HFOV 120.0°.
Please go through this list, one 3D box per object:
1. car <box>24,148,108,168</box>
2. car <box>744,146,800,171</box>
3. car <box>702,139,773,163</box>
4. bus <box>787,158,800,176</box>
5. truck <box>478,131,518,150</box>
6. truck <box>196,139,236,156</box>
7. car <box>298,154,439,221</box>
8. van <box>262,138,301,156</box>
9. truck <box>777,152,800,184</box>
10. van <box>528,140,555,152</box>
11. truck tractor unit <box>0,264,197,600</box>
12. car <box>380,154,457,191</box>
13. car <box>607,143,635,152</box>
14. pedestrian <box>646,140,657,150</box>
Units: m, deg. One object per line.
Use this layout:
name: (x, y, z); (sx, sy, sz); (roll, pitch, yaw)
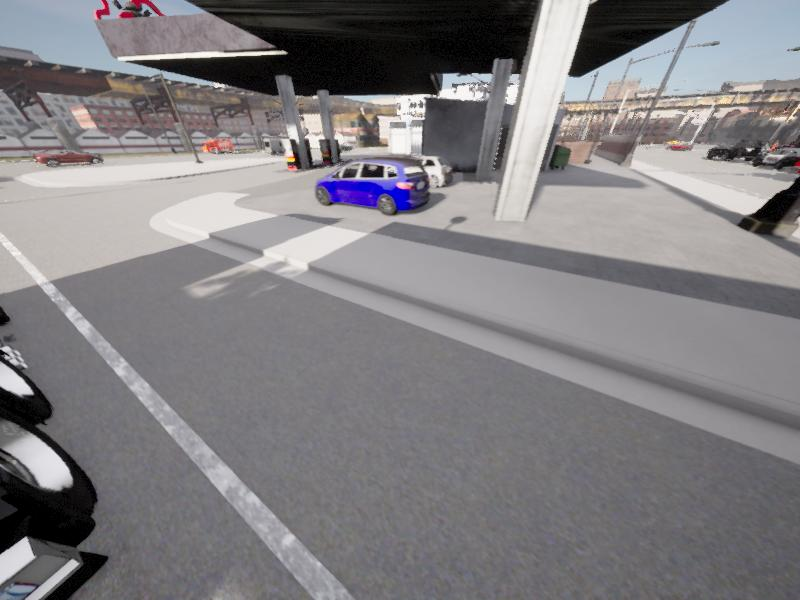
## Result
car: (-37.977, -16.348, 26.498); (2.152, 1.651, 5.027); (18, 39, 25)
car: (33.916, -12.490, 20.280); (2.038, 1.542, 4.974); (16, 38, 23)
car: (38.239, -17.142, 26.475); (2.150, 2.045, 5.566); (16, 38, 22)
bus: (28.323, -8.151, 11.715); (3.944, 4.253, 10.273); (18, 39, 24)
truck: (24.587, -40.195, 58.202); (8.468, 3.827, 2.891); (13, 37, 18)
truck: (-36.440, -30.462, 46.004); (2.627, 2.467, 5.204); (14, 39, 24)
car: (-1.189, -4.465, 8.777); (4.611, 1.667, 2.242); (18, 39, 25)
van: (-21.701, -28.289, 42.698); (1.988, 2.561, 5.915); (21, 40, 28)
truck: (24.204, -7.097, 11.803); (2.627, 2.467, 5.204); (17, 39, 24)
van: (30.418, -33.170, 49.608); (4.480, 2.038, 2.069); (18, 39, 25)
truck tractor unit: (-5.114, -0.296, 0.785); (6.516, 4.208, 3.053); (18, 39, 24)
car: (1.020, -7.403, 13.261); (3.806, 1.475, 1.970); (18, 39, 25)
car: (46.398, -32.233, 48.662); (3.806, 1.475, 1.970); (19, 39, 25)
pedestrian: (57.728, -35.640, 52.989); (0.751, 1.860, 0.751); (15, 38, 21)
